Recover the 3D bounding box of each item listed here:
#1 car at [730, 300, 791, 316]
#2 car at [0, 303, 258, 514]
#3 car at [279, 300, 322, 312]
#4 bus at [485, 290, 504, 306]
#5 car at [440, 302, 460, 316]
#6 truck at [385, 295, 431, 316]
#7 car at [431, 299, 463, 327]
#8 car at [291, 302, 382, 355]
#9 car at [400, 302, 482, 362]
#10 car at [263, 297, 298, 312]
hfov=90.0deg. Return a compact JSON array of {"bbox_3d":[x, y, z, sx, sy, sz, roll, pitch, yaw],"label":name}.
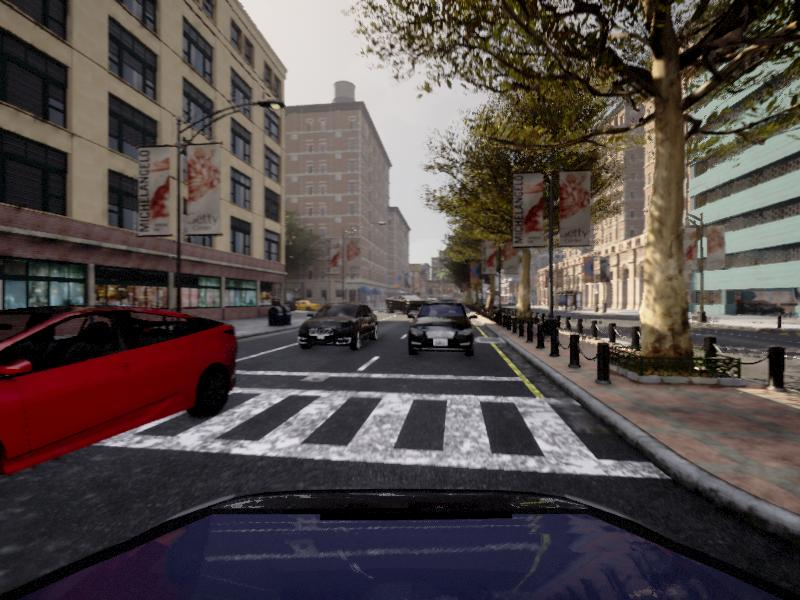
[{"bbox_3d":[36.093,0.778,40.265,2.161,1.482,4.786,0,0,7],"label":"car"},{"bbox_3d":[-3.697,0.822,4.277,2.007,1.525,4.514,0,0,13],"label":"car"},{"bbox_3d":[-13.501,0.761,54.571,5.366,1.575,1.801,0,0,6],"label":"car"},{"bbox_3d":[25.622,-0.561,109.162,3.944,4.253,10.273,0,0,8],"label":"bus"},{"bbox_3d":[5.362,0.880,42.968,2.033,1.411,5.357,0,0,8],"label":"car"},{"bbox_3d":[0.708,0.522,42.850,2.390,2.098,6.274,1,0,-26],"label":"truck"},{"bbox_3d":[3.029,0.780,25.373,1.851,1.617,3.988,0,0,8],"label":"car"},{"bbox_3d":[-1.996,0.835,14.145,1.837,1.490,4.892,0,0,8],"label":"car"},{"bbox_3d":[1.370,0.829,12.852,2.128,1.511,4.902,0,0,8],"label":"car"},{"bbox_3d":[-15.303,0.605,51.244,3.866,1.878,1.905,0,0,7],"label":"car"}]
